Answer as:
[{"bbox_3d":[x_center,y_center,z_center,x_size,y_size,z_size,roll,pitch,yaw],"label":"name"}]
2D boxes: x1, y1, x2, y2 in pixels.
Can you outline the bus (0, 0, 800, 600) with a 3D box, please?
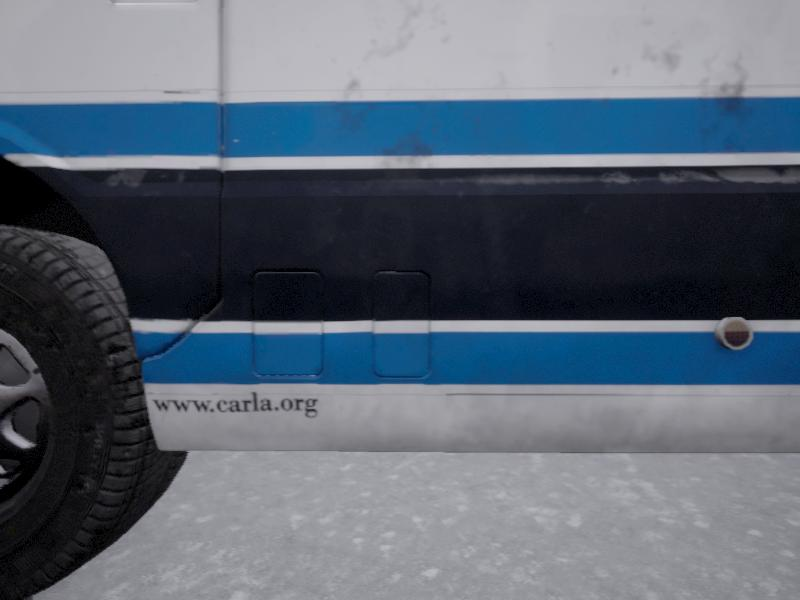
[{"bbox_3d":[2.063,-1.136,2.552,10.273,4.253,3.944,0,0,1],"label":"bus"}]
